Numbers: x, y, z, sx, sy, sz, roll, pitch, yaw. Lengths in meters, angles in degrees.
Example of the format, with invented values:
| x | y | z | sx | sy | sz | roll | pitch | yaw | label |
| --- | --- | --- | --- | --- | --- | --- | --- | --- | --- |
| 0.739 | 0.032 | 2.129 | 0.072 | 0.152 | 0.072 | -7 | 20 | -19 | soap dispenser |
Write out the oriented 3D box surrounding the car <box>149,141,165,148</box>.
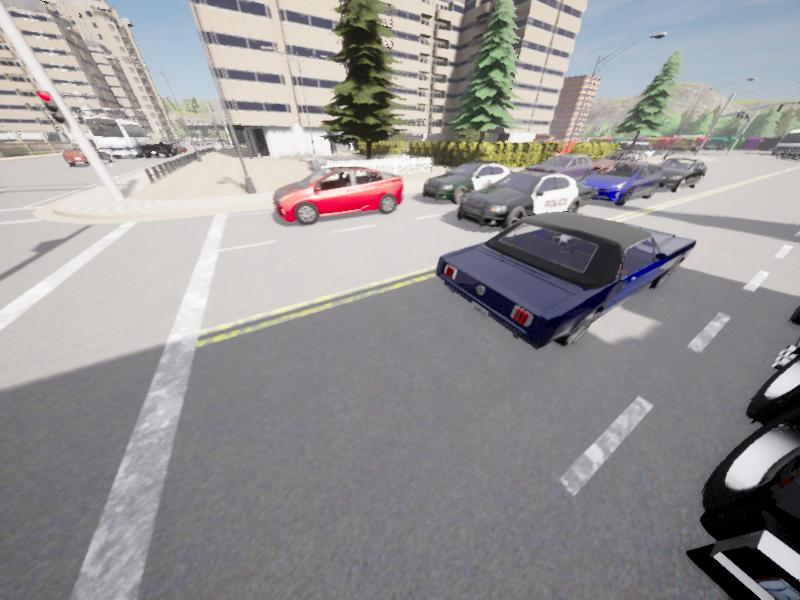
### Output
| x | y | z | sx | sy | sz | roll | pitch | yaw | label |
| --- | --- | --- | --- | --- | --- | --- | --- | --- | --- |
| -69.020 | -44.297 | 65.707 | 1.801 | 1.575 | 5.366 | -18 | 39 | -24 | car |

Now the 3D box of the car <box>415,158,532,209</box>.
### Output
| x | y | z | sx | sy | sz | roll | pitch | yaw | label |
| --- | --- | --- | --- | --- | --- | --- | --- | --- | --- |
| 3.379 | -5.553 | 10.684 | 4.974 | 1.542 | 2.038 | -18 | 39 | -24 | car |

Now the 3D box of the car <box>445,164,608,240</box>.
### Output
| x | y | z | sx | sy | sz | roll | pitch | yaw | label |
| --- | --- | --- | --- | --- | --- | --- | --- | --- | --- |
| 4.206 | -3.515 | 7.761 | 4.974 | 1.542 | 2.038 | -18 | 39 | -24 | car |

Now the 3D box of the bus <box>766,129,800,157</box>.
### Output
| x | y | z | sx | sy | sz | roll | pitch | yaw | label |
| --- | --- | --- | --- | --- | --- | --- | --- | --- | --- |
| 79.720 | -31.464 | 46.262 | 10.273 | 4.253 | 3.944 | -17 | 39 | -24 | bus |

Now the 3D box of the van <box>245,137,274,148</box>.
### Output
| x | y | z | sx | sy | sz | roll | pitch | yaw | label |
| --- | --- | --- | --- | --- | --- | --- | --- | --- | --- |
| -39.264 | -44.101 | 64.824 | 6.366 | 2.431 | 2.351 | -18 | 39 | -24 | van |

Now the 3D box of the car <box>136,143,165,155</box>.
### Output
| x | y | z | sx | sy | sz | roll | pitch | yaw | label |
| --- | --- | --- | --- | --- | --- | --- | --- | --- | --- |
| -42.433 | -25.817 | 39.412 | 2.128 | 1.511 | 4.902 | -18 | 39 | -24 | car |

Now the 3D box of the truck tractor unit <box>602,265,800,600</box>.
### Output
| x | y | z | sx | sy | sz | roll | pitch | yaw | label |
| --- | --- | --- | --- | --- | --- | --- | --- | --- | --- |
| 5.111 | -0.300 | 0.785 | 6.516 | 4.208 | 3.053 | -18 | 39 | -24 | truck tractor unit |

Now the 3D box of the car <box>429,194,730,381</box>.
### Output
| x | y | z | sx | sy | sz | roll | pitch | yaw | label |
| --- | --- | --- | --- | --- | --- | --- | --- | --- | --- |
| 3.032 | -0.730 | 3.951 | 4.718 | 1.301 | 1.895 | -18 | 39 | -24 | car |

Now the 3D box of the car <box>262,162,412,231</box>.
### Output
| x | y | z | sx | sy | sz | roll | pitch | yaw | label |
| --- | --- | --- | --- | --- | --- | --- | --- | --- | --- |
| -2.053 | -3.827 | 8.155 | 4.514 | 1.525 | 2.007 | -17 | 38 | -23 | car |

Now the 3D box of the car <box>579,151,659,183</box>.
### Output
| x | y | z | sx | sy | sz | roll | pitch | yaw | label |
| --- | --- | --- | --- | --- | --- | --- | --- | --- | --- |
| 15.498 | -9.550 | 16.422 | 4.611 | 1.667 | 2.242 | -18 | 39 | -25 | car |

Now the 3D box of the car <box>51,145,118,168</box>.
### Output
| x | y | z | sx | sy | sz | roll | pitch | yaw | label |
| --- | --- | --- | --- | --- | --- | --- | --- | --- | --- |
| -30.801 | -14.289 | 22.843 | 2.152 | 1.651 | 5.027 | -19 | 39 | -25 | car |

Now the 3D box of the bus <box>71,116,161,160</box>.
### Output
| x | y | z | sx | sy | sz | roll | pitch | yaw | label |
| --- | --- | --- | --- | --- | --- | --- | --- | --- | --- |
| -37.418 | -21.816 | 31.305 | 3.944 | 4.253 | 10.273 | -18 | 39 | -24 | bus |

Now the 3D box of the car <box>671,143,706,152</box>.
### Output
| x | y | z | sx | sy | sz | roll | pitch | yaw | label |
| --- | --- | --- | --- | --- | --- | --- | --- | --- | --- |
| 69.309 | -36.787 | 55.634 | 1.932 | 1.855 | 4.605 | -18 | 39 | -24 | car |

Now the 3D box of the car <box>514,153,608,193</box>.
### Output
| x | y | z | sx | sy | sz | roll | pitch | yaw | label |
| --- | --- | --- | --- | --- | --- | --- | --- | --- | --- |
| 9.406 | -7.551 | 13.528 | 4.856 | 1.649 | 2.033 | -18 | 39 | -24 | car |

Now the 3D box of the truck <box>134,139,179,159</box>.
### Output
| x | y | z | sx | sy | sz | roll | pitch | yaw | label |
| --- | --- | --- | --- | --- | --- | --- | --- | --- | --- |
| -33.270 | -20.859 | 31.853 | 2.390 | 2.098 | 6.274 | -17 | 38 | -23 | truck |

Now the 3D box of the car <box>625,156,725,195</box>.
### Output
| x | y | z | sx | sy | sz | roll | pitch | yaw | label |
| --- | --- | --- | --- | --- | --- | --- | --- | --- | --- |
| 15.773 | -7.266 | 13.280 | 4.902 | 1.511 | 2.128 | -18 | 39 | -24 | car |

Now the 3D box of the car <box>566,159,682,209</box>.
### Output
| x | y | z | sx | sy | sz | roll | pitch | yaw | label |
| --- | --- | --- | --- | --- | --- | --- | --- | --- | --- |
| 10.255 | -5.479 | 10.645 | 4.514 | 1.525 | 2.007 | -18 | 39 | -24 | car |
